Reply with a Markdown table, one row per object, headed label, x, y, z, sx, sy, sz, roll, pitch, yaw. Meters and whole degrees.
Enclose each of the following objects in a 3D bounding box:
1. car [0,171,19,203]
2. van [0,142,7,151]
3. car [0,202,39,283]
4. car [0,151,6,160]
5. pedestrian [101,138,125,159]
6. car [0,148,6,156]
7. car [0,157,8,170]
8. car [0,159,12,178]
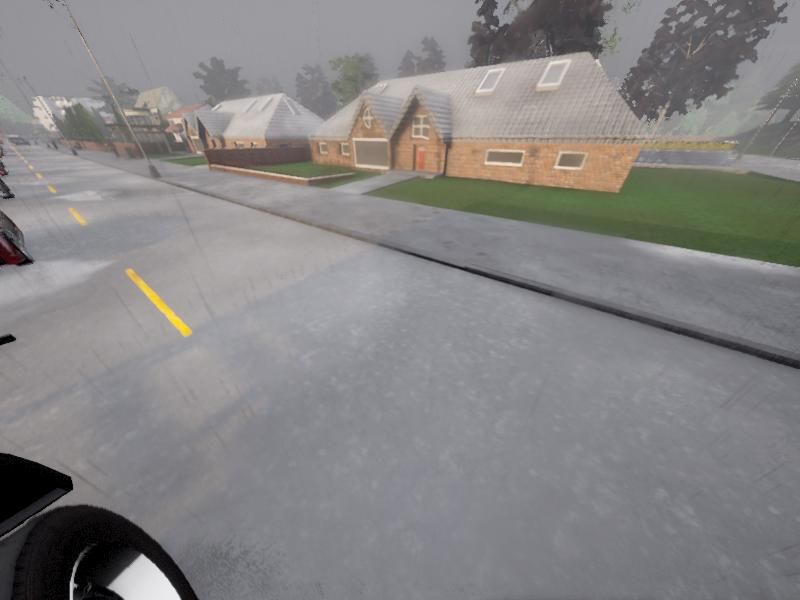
| label | x | y | z | sx | sy | sz | roll | pitch | yaw |
| --- | --- | --- | --- | --- | --- | --- | --- | --- | --- |
| car | -18.186 | -5.010 | 9.517 | 4.514 | 1.525 | 2.007 | 23 | 41 | 28 |
| van | -71.214 | -27.352 | 39.910 | 6.366 | 2.431 | 2.351 | 23 | 41 | 28 |
| car | -9.478 | -1.336 | 4.527 | 4.181 | 1.385 | 1.994 | 23 | 41 | 28 |
| car | -45.244 | -16.219 | 25.156 | 3.633 | 1.501 | 1.845 | 22 | 41 | 28 |
| pedestrian | -31.394 | -16.579 | 25.297 | 0.751 | 1.860 | 0.751 | 22 | 41 | 28 |
| car | -52.748 | -19.334 | 29.495 | 5.008 | 1.535 | 1.882 | 23 | 41 | 28 |
| car | -33.516 | -11.340 | 18.394 | 4.193 | 1.474 | 1.816 | 23 | 41 | 28 |
| car | -27.420 | -8.834 | 14.854 | 4.514 | 1.525 | 2.007 | 22 | 41 | 28 |
